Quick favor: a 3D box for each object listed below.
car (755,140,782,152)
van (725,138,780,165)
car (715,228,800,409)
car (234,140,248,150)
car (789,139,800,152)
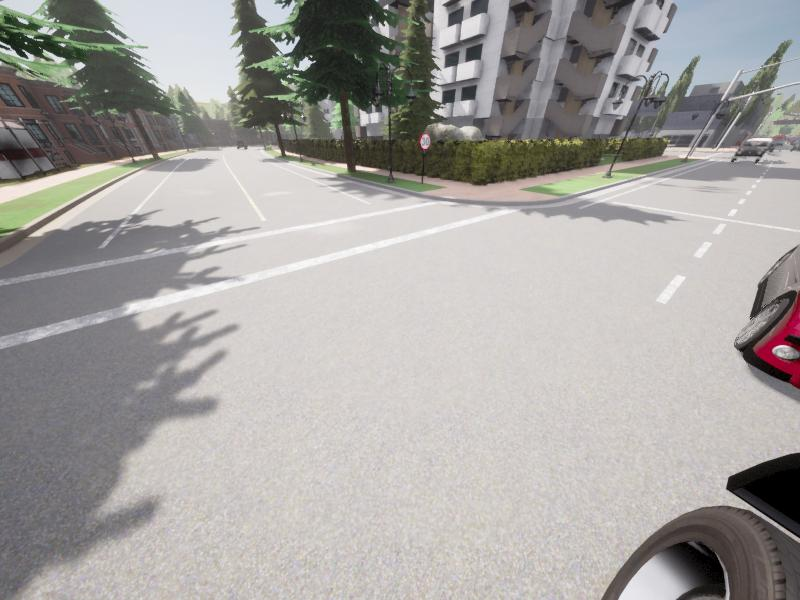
[{"bbox_3d":[62.059,-25.899,38.897,3.705,1.549,1.789,-23,41,-28],"label":"car"},{"bbox_3d":[35.044,-14.837,22.969,4.480,2.038,2.069,-23,41,-28],"label":"van"},{"bbox_3d":[5.839,0.058,2.532,3.806,1.475,1.970,-22,41,-28],"label":"car"},{"bbox_3d":[-37.774,-37.091,55.117,1.905,1.878,3.866,-14,38,-19],"label":"car"},{"bbox_3d":[67.907,-25.943,38.731,4.553,1.767,2.097,-23,41,-28],"label":"car"}]
